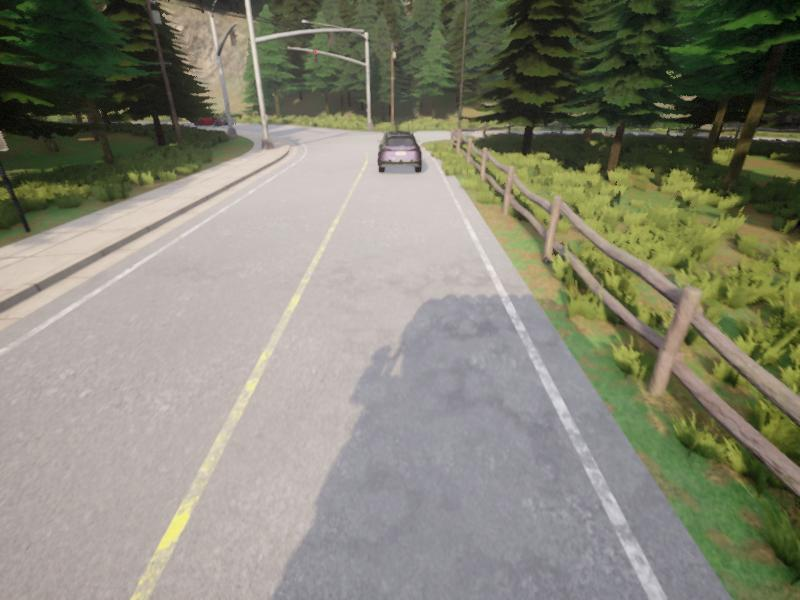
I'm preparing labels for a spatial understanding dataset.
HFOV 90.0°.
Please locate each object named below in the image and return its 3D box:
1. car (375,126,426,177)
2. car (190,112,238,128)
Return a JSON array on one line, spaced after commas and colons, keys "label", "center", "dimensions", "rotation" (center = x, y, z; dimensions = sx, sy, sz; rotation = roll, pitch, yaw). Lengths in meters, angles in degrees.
[{"label": "car", "center": [-0.047, -6.978, 18.458], "dimensions": [2.033, 1.649, 4.856], "rotation": [-1, 27, -2]}, {"label": "car", "center": [-19.236, -18.668, 41.462], "dimensions": [4.181, 1.385, 1.994], "rotation": [12, 29, 21]}]
